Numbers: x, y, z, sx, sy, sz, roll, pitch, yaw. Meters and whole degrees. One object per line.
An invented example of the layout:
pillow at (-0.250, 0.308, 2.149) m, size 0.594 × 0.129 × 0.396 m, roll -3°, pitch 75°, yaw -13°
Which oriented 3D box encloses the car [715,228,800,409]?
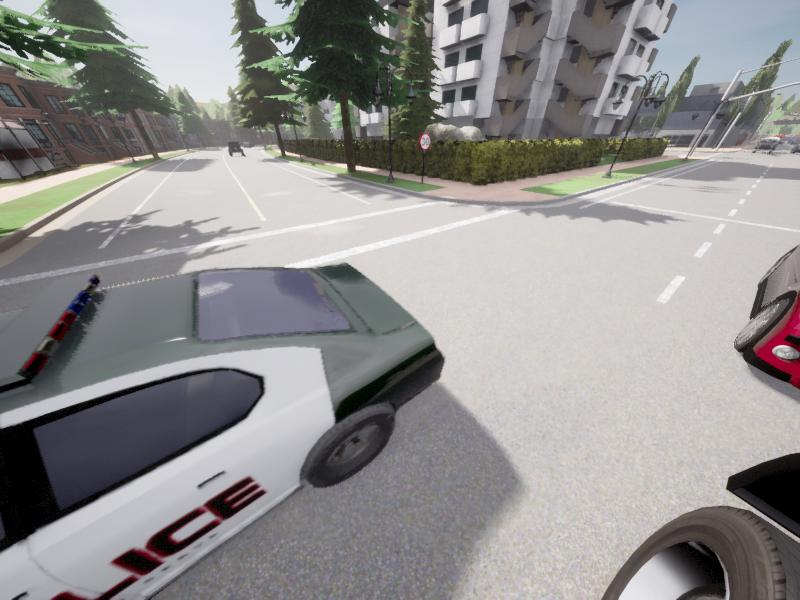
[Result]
car at (5.839, 0.058, 2.532) m, size 3.806 × 1.475 × 1.970 m, roll -22°, pitch 41°, yaw -28°

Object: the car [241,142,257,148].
car at (-41.480, -42.649, 63.462) m, size 2.033 × 1.411 × 5.357 m, roll -7°, pitch 36°, yaw -10°

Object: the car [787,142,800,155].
car at (58.871, -22.011, 33.477) m, size 4.792 × 1.488 × 2.163 m, roll -26°, pitch 42°, yaw -31°

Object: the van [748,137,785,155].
van at (54.281, -22.845, 34.209) m, size 4.480 × 2.038 × 2.069 m, roll -23°, pitch 41°, yaw -28°

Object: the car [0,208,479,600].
car at (-2.114, 0.849, 1.391) m, size 4.974 × 1.542 × 2.038 m, roll -23°, pitch 41°, yaw -28°

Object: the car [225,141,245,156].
car at (-25.601, -23.575, 35.853) m, size 1.905 × 1.878 × 3.866 m, roll -19°, pitch 39°, yaw -24°
